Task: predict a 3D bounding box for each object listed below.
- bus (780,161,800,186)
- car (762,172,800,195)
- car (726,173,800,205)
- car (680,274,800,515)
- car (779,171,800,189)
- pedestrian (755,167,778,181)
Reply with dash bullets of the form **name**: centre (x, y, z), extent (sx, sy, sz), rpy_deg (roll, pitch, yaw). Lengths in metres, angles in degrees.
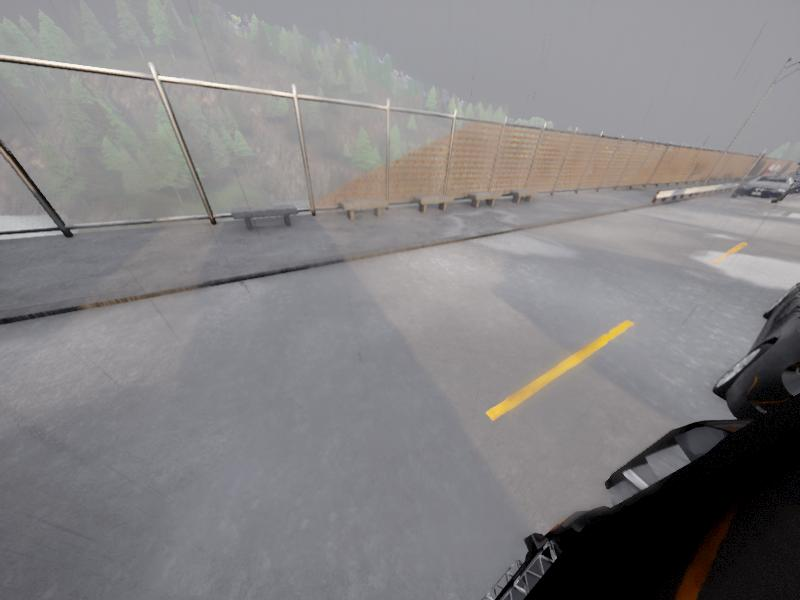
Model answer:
- **bus**: centre (60.280, -18.764, 32.914), extent (10.273, 4.253, 3.944), rpy_deg (-16, 38, -26)
- **car**: centre (38.609, -11.584, 22.835), extent (4.856, 1.649, 2.033), rpy_deg (-17, 38, -25)
- **car**: centre (26.660, -8.174, 16.803), extent (5.027, 1.651, 2.152), rpy_deg (-16, 38, -26)
- **car**: centre (5.343, 0.497, 2.209), extent (5.008, 1.535, 1.882), rpy_deg (-16, 38, -26)
- **car**: centre (49.223, -14.624, 28.188), extent (4.611, 1.667, 2.242), rpy_deg (-16, 38, -26)
- **pedestrian**: centre (54.904, -18.881, 34.619), extent (0.751, 1.860, 0.751), rpy_deg (20, 37, 24)
